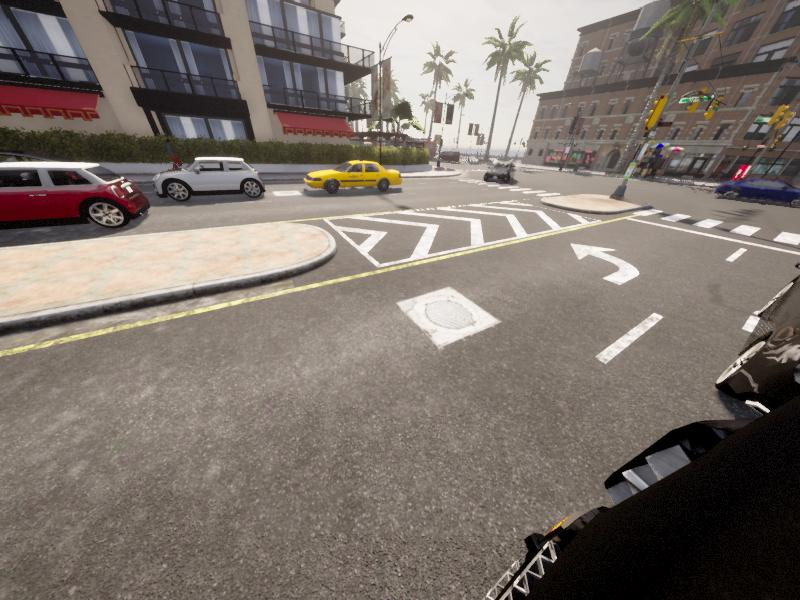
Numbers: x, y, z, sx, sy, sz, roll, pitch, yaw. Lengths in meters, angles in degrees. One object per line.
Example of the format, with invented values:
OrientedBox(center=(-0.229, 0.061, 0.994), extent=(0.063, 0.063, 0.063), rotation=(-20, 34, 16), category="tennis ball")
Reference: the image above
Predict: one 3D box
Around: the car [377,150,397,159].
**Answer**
OrientedBox(center=(-2.887, -31.292, 49.592), extent=(2.033, 1.411, 5.357), rotation=(-16, 38, -26), category="car")

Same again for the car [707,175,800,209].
OrientedBox(center=(25.144, -7.438, 15.786), extent=(1.812, 1.442, 4.674), rotation=(-16, 38, -26), category="car")

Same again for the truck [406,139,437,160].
OrientedBox(center=(4.938, -36.186, 55.371), extent=(2.891, 3.827, 8.468), rotation=(-16, 38, -26), category="truck")

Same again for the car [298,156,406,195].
OrientedBox(center=(-2.469, -6.913, 12.738), extent=(5.366, 1.575, 1.801), rotation=(-16, 38, -26), category="car")

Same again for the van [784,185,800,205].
OrientedBox(center=(29.736, -6.989, 14.971), extent=(1.775, 1.987, 4.442), rotation=(-16, 38, -26), category="van")

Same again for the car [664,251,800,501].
OrientedBox(center=(5.408, 0.458, 2.309), extent=(4.902, 1.511, 2.128), rotation=(-16, 38, -26), category="car")

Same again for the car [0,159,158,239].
OrientedBox(center=(-9.273, -2.632, 5.861), extent=(3.806, 1.475, 1.970), rotation=(-16, 38, -26), category="car")

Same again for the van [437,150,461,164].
OrientedBox(center=(9.274, -27.234, 43.878), extent=(1.775, 1.987, 4.442), rotation=(-16, 38, -26), category="van")

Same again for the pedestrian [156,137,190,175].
OrientedBox(center=(-13.528, -8.589, 13.837), extent=(0.751, 1.860, 0.751), rotation=(-16, 38, -26), category="pedestrian")

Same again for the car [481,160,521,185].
OrientedBox(center=(8.765, -11.011, 19.828), extent=(2.007, 1.525, 4.514), rotation=(21, 37, 25), category="car")

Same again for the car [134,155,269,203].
OrientedBox(center=(-8.045, -5.240, 9.882), extent=(3.806, 1.475, 1.970), rotation=(-16, 38, -26), category="car")

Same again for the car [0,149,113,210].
OrientedBox(center=(-12.715, -3.908, 7.446), extent=(3.705, 1.549, 1.789), rotation=(-16, 38, -26), category="car")

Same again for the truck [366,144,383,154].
OrientedBox(center=(-7.776, -46.428, 71.033), extent=(2.627, 2.467, 5.204), rotation=(-25, 43, -35), category="truck")

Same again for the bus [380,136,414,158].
OrientedBox(center=(-1.036, -38.287, 57.678), extent=(3.944, 4.253, 10.273), rotation=(-16, 38, -26), category="bus")
